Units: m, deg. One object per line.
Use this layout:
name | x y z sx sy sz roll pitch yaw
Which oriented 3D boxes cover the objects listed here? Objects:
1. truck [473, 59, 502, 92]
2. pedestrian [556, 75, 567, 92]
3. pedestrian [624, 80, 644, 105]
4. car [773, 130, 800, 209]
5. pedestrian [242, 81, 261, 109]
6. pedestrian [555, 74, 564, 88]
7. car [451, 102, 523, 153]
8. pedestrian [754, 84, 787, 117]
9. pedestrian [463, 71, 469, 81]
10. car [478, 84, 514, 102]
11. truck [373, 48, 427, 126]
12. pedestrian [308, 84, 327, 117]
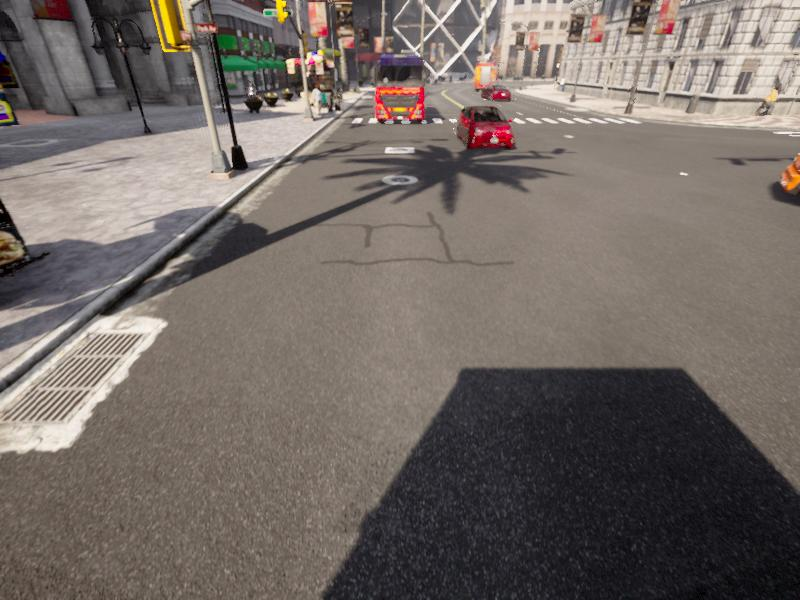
truck | 12.634 -32.281 57.367 2.891 3.827 8.468 8 31 13
pedestrian | 20.174 -27.038 50.007 0.751 1.860 0.751 2 30 3
pedestrian | 19.532 -17.334 33.426 0.751 1.860 0.751 1 30 1
car | 11.924 -2.879 9.140 4.553 1.767 2.097 20 36 30
pedestrian | -11.355 -15.711 30.659 0.751 1.860 0.751 25 39 36
pedestrian | 23.729 -32.601 59.511 0.751 1.860 0.751 17 34 26
car | 3.642 -7.691 17.625 2.007 1.525 4.514 -1 30 -2
pedestrian | 23.785 -12.822 25.716 0.751 1.860 0.751 9 31 14
pedestrian | 14.431 -48.799 87.187 0.751 1.860 0.751 -23 37 -33
car | 9.625 -20.911 40.372 1.994 1.385 4.181 -5 31 -9
truck | -0.001 -13.837 25.852 2.891 3.827 8.468 0 30 0
pedestrian | -5.330 -12.938 25.909 0.751 1.860 0.751 18 35 27
